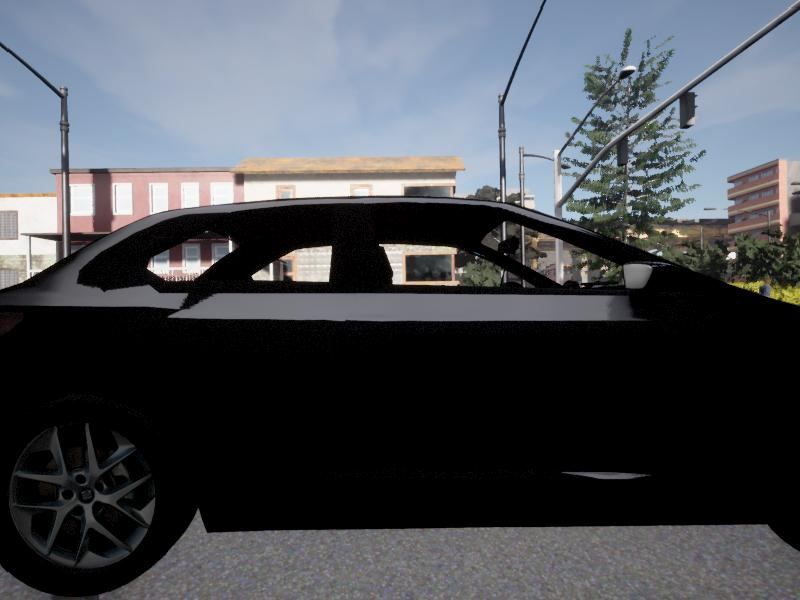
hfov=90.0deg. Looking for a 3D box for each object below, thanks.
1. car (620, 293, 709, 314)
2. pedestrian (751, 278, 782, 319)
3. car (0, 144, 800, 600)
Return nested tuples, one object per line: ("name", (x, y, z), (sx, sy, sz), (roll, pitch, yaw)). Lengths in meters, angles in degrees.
("car", (17.677, 0.236, 26.880), (4.718, 1.301, 1.895), (-1, 0, 44))
("pedestrian", (17.138, -0.083, 18.724), (0.751, 1.860, 0.751), (-1, 0, 4))
("car", (0.342, 0.254, 2.184), (4.193, 1.474, 1.816), (0, 0, -1))
